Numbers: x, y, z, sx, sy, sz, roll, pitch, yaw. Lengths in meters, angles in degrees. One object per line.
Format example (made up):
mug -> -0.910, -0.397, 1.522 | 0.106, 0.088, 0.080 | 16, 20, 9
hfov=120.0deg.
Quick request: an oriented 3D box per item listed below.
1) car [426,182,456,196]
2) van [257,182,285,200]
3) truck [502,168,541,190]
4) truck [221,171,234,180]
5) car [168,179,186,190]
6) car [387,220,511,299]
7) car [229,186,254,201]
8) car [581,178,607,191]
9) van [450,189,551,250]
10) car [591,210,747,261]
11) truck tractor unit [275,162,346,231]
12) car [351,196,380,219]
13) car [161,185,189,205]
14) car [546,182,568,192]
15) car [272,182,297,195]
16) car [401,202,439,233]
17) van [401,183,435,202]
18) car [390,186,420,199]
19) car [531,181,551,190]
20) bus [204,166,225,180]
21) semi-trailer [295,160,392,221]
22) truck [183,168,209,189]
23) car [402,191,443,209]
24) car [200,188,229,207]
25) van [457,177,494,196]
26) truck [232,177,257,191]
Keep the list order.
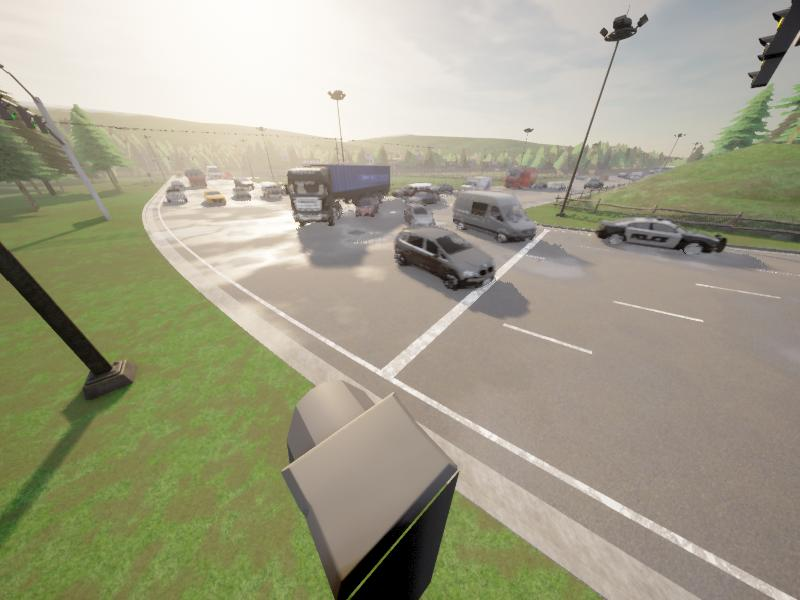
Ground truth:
car -> 6.884, -18.657, 38.700 | 5.027, 1.651, 2.152 | -23, 37, -34
van -> -18.646, -15.783, 33.301 | 2.069, 2.038, 4.480 | -24, 38, -35
truck -> 24.973, -24.927, 47.354 | 8.468, 3.827, 2.891 | -23, 37, -34
truck -> -63.141, -45.723, 84.727 | 2.627, 2.467, 5.204 | -22, 37, -33
car -> -45.888, -23.811, 47.626 | 2.152, 1.651, 5.027 | -22, 37, -33
car -> 1.746, -1.994, 9.791 | 2.242, 1.667, 4.611 | -23, 37, -33
car -> -22.345, -14.994, 32.501 | 1.816, 1.474, 4.193 | -23, 37, -34
car -> 38.535, -22.993, 45.783 | 5.566, 2.045, 2.150 | -23, 37, -34
van -> 5.940, -5.482, 14.964 | 1.988, 2.561, 5.915 | -14, 33, -21
car -> 14.263, -3.795, 12.937 | 5.238, 1.638, 1.930 | 20, 36, 31
truck tractor unit -> -6.475, -8.384, 18.290 | 3.053, 4.208, 6.516 | -2, 30, -4
car -> -3.095, -8.608, 21.386 | 1.845, 1.501, 3.633 | 1, 30, 4
car -> -28.419, -13.334, 29.229 | 1.932, 1.855, 4.605 | -23, 37, -34
car -> 29.417, -21.203, 43.253 | 3.806, 1.475, 1.970 | -23, 37, -34
car -> -19.442, -18.773, 38.850 | 2.242, 1.667, 4.611 | -23, 37, -34
car -> 1.370, -6.302, 17.394 | 1.845, 1.501, 3.633 | -6, 30, -10
van -> 2.428, -14.610, 31.274 | 4.480, 2.038, 2.069 | -24, 37, -36
car -> 0.767, -15.948, 34.260 | 4.181, 1.385, 1.994 | -23, 37, -35
car -> 28.287, -23.036, 46.375 | 3.633, 1.501, 1.845 | -23, 37, -34
bus -> -68.939, -47.366, 85.785 | 3.944, 4.253, 10.273 | -22, 37, -33
semi-trailer -> -4.719, -12.271, 24.823 | 2.717, 4.402, 14.254 | 9, 31, 16
truck -> -44.938, -26.939, 50.840 | 2.891, 3.827, 8.468 | -22, 37, -33
car -> 2.741, -11.809, 27.067 | 2.033, 1.411, 5.357 | 23, 37, 34
car -> -23.011, -12.757, 28.565 | 1.882, 1.535, 5.008 | -24, 38, -35
van -> 12.728, -19.180, 38.798 | 6.366, 2.431, 2.351 | -23, 37, -34
truck -> -30.896, -23.008, 45.756 | 2.390, 2.098, 6.274 | -24, 38, -36
